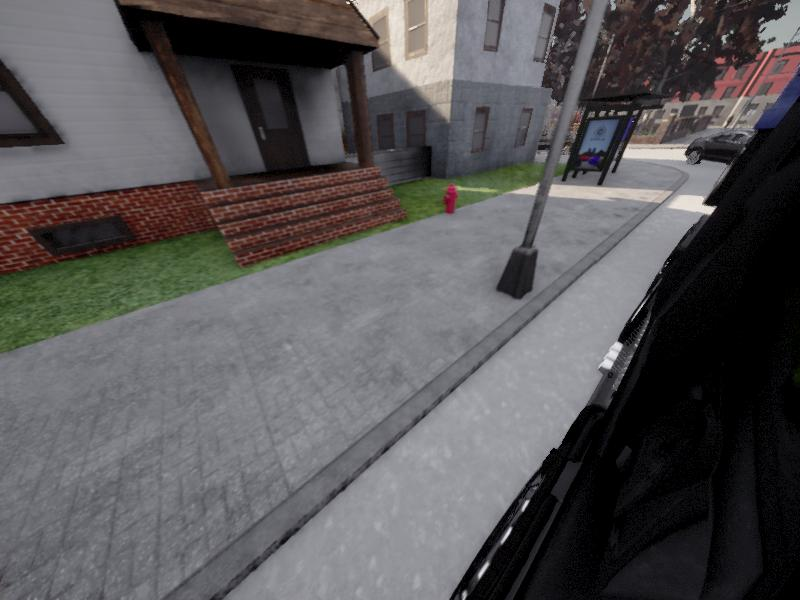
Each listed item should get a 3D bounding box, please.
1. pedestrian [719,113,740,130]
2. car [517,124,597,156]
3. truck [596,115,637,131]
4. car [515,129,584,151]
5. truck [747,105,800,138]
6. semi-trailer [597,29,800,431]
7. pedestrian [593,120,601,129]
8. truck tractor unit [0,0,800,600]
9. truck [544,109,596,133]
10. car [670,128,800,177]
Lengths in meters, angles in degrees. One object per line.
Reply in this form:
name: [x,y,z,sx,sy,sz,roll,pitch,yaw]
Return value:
pedestrian: [48.044,-26.022,33.696,0.751,1.860,0.751,0,37,4]
car: [12.367,-12.818,18.548,1.932,1.855,4.605,-27,43,-29]
truck: [44.902,-36.773,48.118,2.627,2.467,5.204,-28,43,-30]
car: [14.023,-15.243,22.013,2.128,1.511,4.902,-27,43,-29]
truck: [37.505,-17.661,22.848,5.204,2.467,2.627,-28,43,-29]
semi-trailer: [8.751,-3.565,4.180,14.254,4.402,2.717,-27,43,-29]
pedestrian: [48.186,-43.022,56.618,0.751,1.860,0.751,-30,44,-31]
truck tractor unit: [2.645,-0.295,0.351,6.516,4.208,3.053,-28,44,-30]
truck: [39.092,-41.355,53.561,2.891,3.827,8.468,-27,43,-29]
car: [16.233,-7.013,10.759,2.128,1.511,4.902,3,37,8]
